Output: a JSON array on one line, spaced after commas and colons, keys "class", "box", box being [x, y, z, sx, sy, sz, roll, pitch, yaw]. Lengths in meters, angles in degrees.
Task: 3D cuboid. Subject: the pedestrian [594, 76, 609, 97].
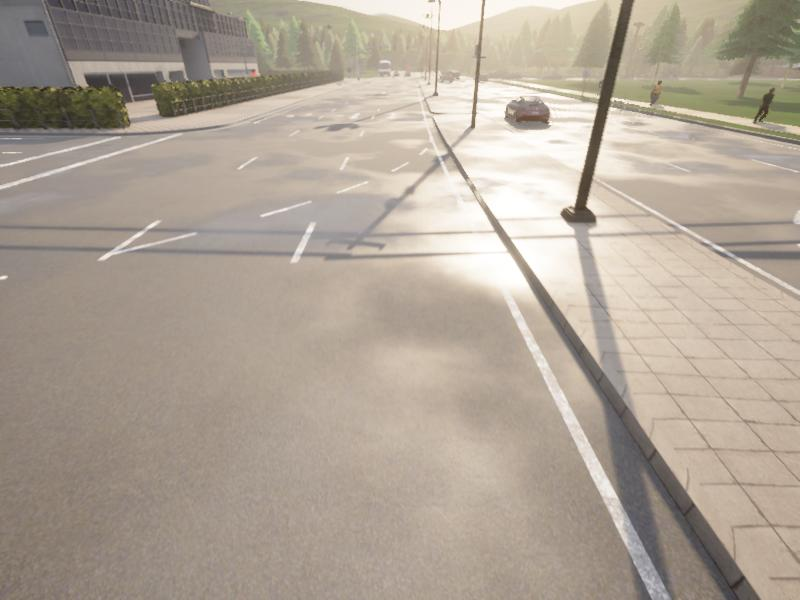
[{"class": "pedestrian", "box": [20.935, -22.172, 41.558, 0.751, 1.860, 0.751, 1, 30, 2]}]

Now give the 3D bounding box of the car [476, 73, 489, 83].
[{"class": "car", "box": [16.444, -44.136, 79.616, 1.851, 1.617, 3.988, 1, 30, 1]}]

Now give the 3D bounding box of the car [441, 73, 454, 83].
[{"class": "car", "box": [9.453, -44.447, 80.144, 2.152, 1.651, 5.027, 1, 30, 1]}]

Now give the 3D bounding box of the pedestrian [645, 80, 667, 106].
[{"class": "pedestrian", "box": [20.449, -16.542, 31.959, 0.751, 1.860, 0.751, 1, 30, 3]}]

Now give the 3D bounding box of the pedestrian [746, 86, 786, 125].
[{"class": "pedestrian", "box": [19.924, -10.596, 21.822, 0.751, 1.860, 0.751, 2, 30, 3]}]

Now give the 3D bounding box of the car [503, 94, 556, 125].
[{"class": "car", "box": [7.910, -11.932, 24.957, 1.994, 1.385, 4.181, 0, 30, 1]}]
